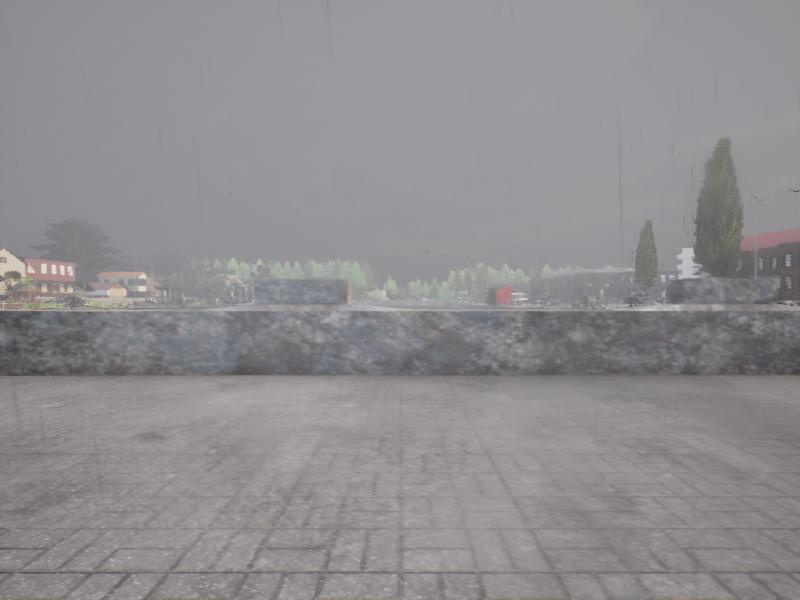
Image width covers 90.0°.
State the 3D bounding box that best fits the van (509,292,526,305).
[{"bbox_3d":[24.404,-0.307,83.270,1.988,2.561,5.915,0,0,0],"label":"van"}]

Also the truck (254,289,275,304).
[{"bbox_3d":[-37.269,-0.913,110.120,2.891,3.827,8.468,0,0,0],"label":"truck"}]

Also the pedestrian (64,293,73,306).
[{"bbox_3d":[-45.779,-0.053,55.237,0.751,1.860,0.751,0,0,-14],"label":"pedestrian"}]

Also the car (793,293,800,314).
[{"bbox_3d":[28.401,0.245,25.987,1.970,1.475,3.806,0,0,0],"label":"car"}]

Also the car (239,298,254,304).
[{"bbox_3d":[-41.275,0.181,107.759,2.033,1.649,4.856,0,0,0],"label":"car"}]

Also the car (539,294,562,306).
[{"bbox_3d":[24.403,0.043,64.981,1.932,1.855,4.605,0,1,0],"label":"car"}]

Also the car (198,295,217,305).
[{"bbox_3d":[-37.292,0.068,77.570,1.905,1.878,3.866,0,0,0],"label":"car"}]

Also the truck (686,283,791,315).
[{"bbox_3d":[24.395,-0.067,29.339,2.390,2.098,6.274,0,0,0],"label":"truck"}]

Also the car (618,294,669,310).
[{"bbox_3d":[24.397,0.228,40.308,2.128,1.511,4.902,0,0,0],"label":"car"}]

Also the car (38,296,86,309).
[{"bbox_3d":[-41.310,0.256,49.081,1.837,1.490,4.892,0,0,0],"label":"car"}]
